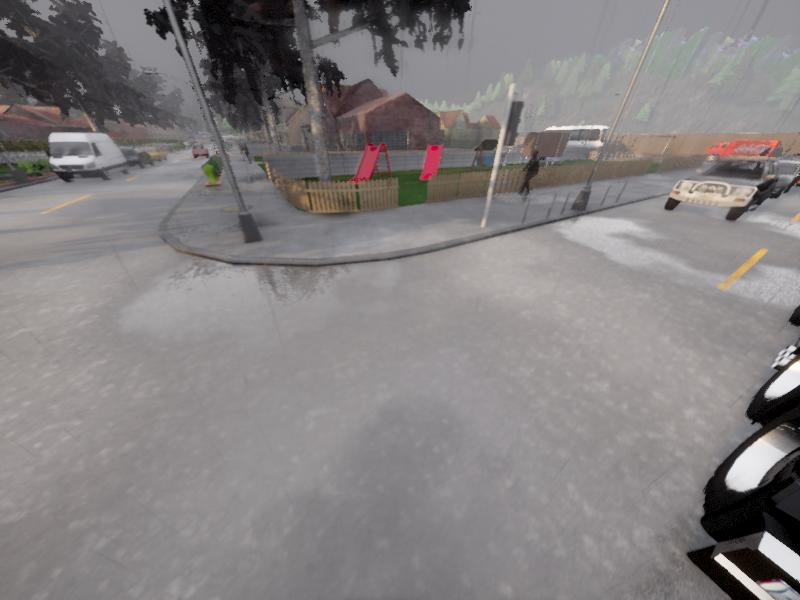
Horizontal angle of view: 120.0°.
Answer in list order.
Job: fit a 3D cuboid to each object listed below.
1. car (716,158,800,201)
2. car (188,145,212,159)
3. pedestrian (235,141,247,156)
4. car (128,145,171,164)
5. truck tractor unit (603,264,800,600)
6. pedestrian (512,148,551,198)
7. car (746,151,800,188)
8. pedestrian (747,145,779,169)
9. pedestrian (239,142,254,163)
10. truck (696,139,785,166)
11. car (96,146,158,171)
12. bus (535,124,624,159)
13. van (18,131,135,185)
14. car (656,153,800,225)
[{"bbox_3d":[19.311,-6.449,12.142,4.892,1.490,1.837,-18,39,-24],"label":"car"},{"bbox_3d":[-27.736,-20.709,32.197,1.845,1.501,3.633,-18,39,-24],"label":"car"},{"bbox_3d":[-23.969,-22.856,34.800,0.751,1.860,0.751,27,43,33],"label":"pedestrian"},{"bbox_3d":[-28.099,-16.529,26.138,1.801,1.575,5.366,-18,39,-24],"label":"car"},{"bbox_3d":[5.107,-0.305,0.789,6.516,4.208,3.053,-18,39,-24],"label":"truck tractor unit"},{"bbox_3d":[5.854,-5.701,10.403,0.751,1.860,0.751,-18,39,-24],"label":"pedestrian"},{"bbox_3d":[25.303,-8.512,14.899,4.553,1.767,2.097,-18,39,-24],"label":"car"},{"bbox_3d":[34.448,-13.570,21.971,0.751,1.860,0.751,-18,39,-24],"label":"pedestrian"},{"bbox_3d":[-16.361,-15.708,24.590,0.751,1.860,0.751,-19,39,-25],"label":"pedestrian"},{"bbox_3d":[41.368,-18.145,28.317,2.627,2.467,5.204,-18,40,-24],"label":"truck"},{"bbox_3d":[-24.500,-12.984,21.036,2.152,1.651,5.027,-18,39,-24],"label":"car"},{"bbox_3d":[29.227,-26.509,38.658,3.944,4.253,10.273,-18,39,-24],"label":"bus"},{"bbox_3d":[-20.666,-9.552,15.343,1.988,2.561,5.915,-18,39,-24],"label":"van"},{"bbox_3d":[12.485,-4.383,8.774,4.605,1.855,1.932,-18,39,-24],"label":"car"}]
